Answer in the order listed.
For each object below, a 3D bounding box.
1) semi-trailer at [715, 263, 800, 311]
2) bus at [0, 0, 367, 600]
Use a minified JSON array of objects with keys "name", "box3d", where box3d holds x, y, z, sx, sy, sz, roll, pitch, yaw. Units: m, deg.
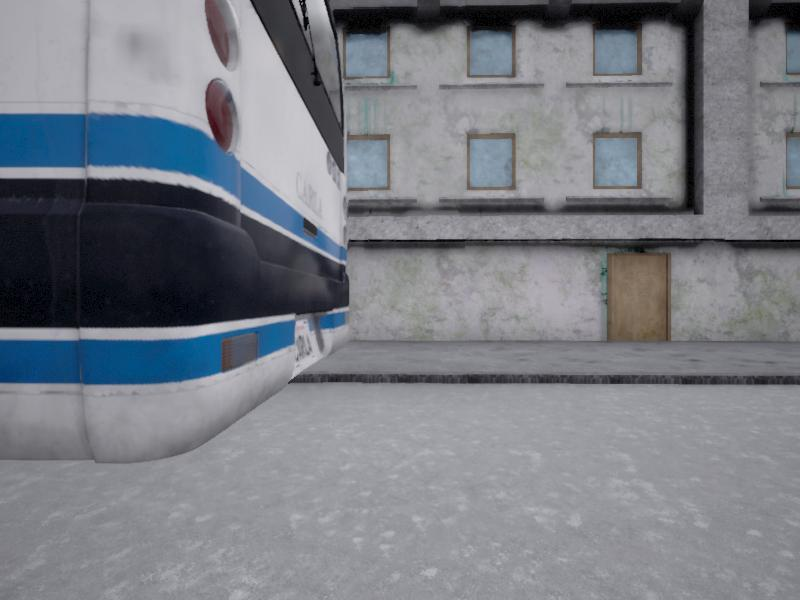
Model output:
[{"name":"semi-trailer","box3d":[38.252,-1.216,40.182,2.717,4.402,14.254,0,0,3]},{"name":"bus","box3d":[-5.568,-1.132,2.714,10.273,4.253,3.944,0,0,1]}]
